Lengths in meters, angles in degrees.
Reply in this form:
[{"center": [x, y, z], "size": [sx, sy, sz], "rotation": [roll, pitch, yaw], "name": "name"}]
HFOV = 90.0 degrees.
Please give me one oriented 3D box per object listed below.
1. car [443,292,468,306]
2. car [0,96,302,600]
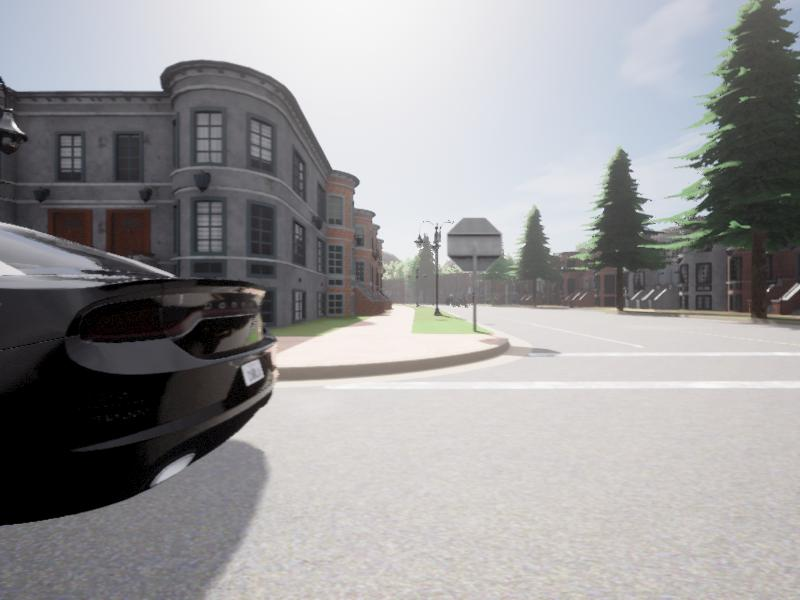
[{"center": [8.441, -0.077, 61.040], "size": [2.150, 2.045, 5.566], "rotation": [0, 0, -10], "name": "car"}, {"center": [-3.395, 0.185, 2.203], "size": [5.238, 1.638, 1.930], "rotation": [0, 0, 0], "name": "car"}]
